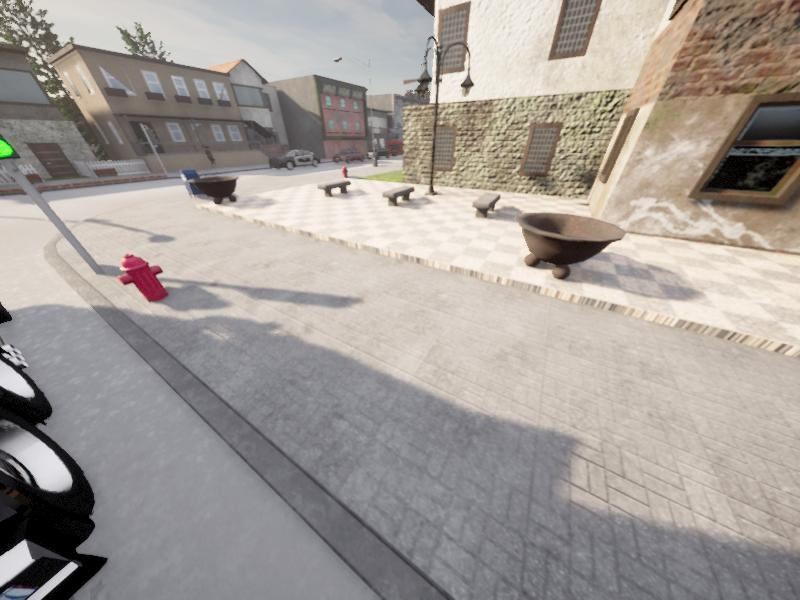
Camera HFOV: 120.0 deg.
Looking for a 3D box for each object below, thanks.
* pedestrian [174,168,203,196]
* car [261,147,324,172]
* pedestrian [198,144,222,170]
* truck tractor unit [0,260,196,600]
[{"bbox_3d":[-9.869,-5.512,10.787,0.500,1.100,0.500,25,42,32],"label":"pedestrian"},{"bbox_3d":[-9.988,-13.504,22.025,1.930,1.638,5.238,18,39,24],"label":"car"},{"bbox_3d":[-16.742,-12.608,20.377,0.751,1.860,0.751,5,35,7],"label":"pedestrian"},{"bbox_3d":[-5.103,-0.310,0.783,6.516,4.208,3.053,19,39,24],"label":"truck tractor unit"}]
